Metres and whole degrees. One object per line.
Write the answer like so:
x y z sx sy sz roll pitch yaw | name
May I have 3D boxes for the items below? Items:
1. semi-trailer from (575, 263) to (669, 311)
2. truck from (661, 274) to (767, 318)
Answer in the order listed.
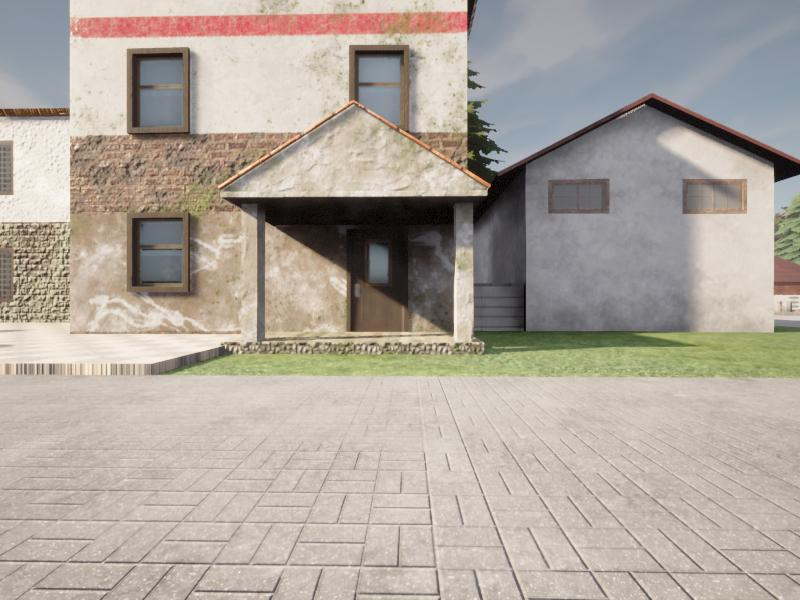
23.712 -1.219 44.201 2.717 4.402 14.254 0 0 1 | semi-trailer
19.286 -0.247 25.035 2.627 2.467 5.204 0 0 1 | truck
